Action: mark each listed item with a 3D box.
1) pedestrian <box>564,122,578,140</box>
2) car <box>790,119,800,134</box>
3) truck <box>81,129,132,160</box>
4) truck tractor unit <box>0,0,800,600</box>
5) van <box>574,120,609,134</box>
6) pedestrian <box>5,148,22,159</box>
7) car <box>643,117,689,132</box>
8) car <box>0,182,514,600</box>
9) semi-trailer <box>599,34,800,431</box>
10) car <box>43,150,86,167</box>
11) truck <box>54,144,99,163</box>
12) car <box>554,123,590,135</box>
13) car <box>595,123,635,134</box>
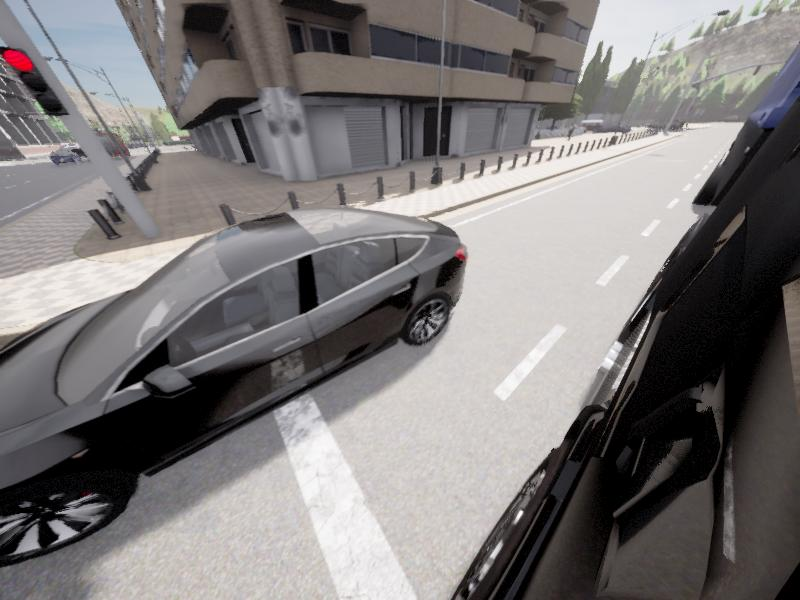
[{"bbox_3d":[21.468,-21.194,28.987,0.751,1.860,0.751,27,46,33],"label":"pedestrian"},{"bbox_3d":[47.642,-20.278,26.551,5.027,1.651,2.152,-27,43,-29],"label":"car"},{"bbox_3d":[-47.994,-25.714,38.163,2.891,3.827,8.468,-28,43,-30],"label":"truck"},{"bbox_3d":[2.645,-0.295,0.352,6.516,4.208,3.053,-28,44,-30],"label":"truck tractor unit"},{"bbox_3d":[36.997,-33.559,44.797,2.069,2.038,4.480,-28,43,-30],"label":"van"},{"bbox_3d":[-80.729,-30.534,48.247,0.751,1.860,0.751,-23,41,-25],"label":"pedestrian"},{"bbox_3d":[45.939,-30.387,40.075,1.932,1.855,4.605,-22,41,-25],"label":"car"},{"bbox_3d":[-1.384,0.018,2.500,4.792,1.488,2.163,-24,41,-26],"label":"car"},{"bbox_3d":[8.658,-3.621,4.283,14.254,4.402,2.717,-28,44,-30],"label":"semi-trailer"},{"bbox_3d":[-43.528,-18.525,30.107,1.882,1.535,5.008,-28,43,-30],"label":"car"},{"bbox_3d":[-48.511,-22.175,34.880,2.390,2.098,6.274,-28,43,-30],"label":"truck"},{"bbox_3d":[33.003,-32.874,44.486,2.152,1.651,5.027,-28,43,-30],"label":"car"},{"bbox_3d":[37.324,-29.809,40.222,1.812,1.442,4.674,-27,43,-29],"label":"car"}]
